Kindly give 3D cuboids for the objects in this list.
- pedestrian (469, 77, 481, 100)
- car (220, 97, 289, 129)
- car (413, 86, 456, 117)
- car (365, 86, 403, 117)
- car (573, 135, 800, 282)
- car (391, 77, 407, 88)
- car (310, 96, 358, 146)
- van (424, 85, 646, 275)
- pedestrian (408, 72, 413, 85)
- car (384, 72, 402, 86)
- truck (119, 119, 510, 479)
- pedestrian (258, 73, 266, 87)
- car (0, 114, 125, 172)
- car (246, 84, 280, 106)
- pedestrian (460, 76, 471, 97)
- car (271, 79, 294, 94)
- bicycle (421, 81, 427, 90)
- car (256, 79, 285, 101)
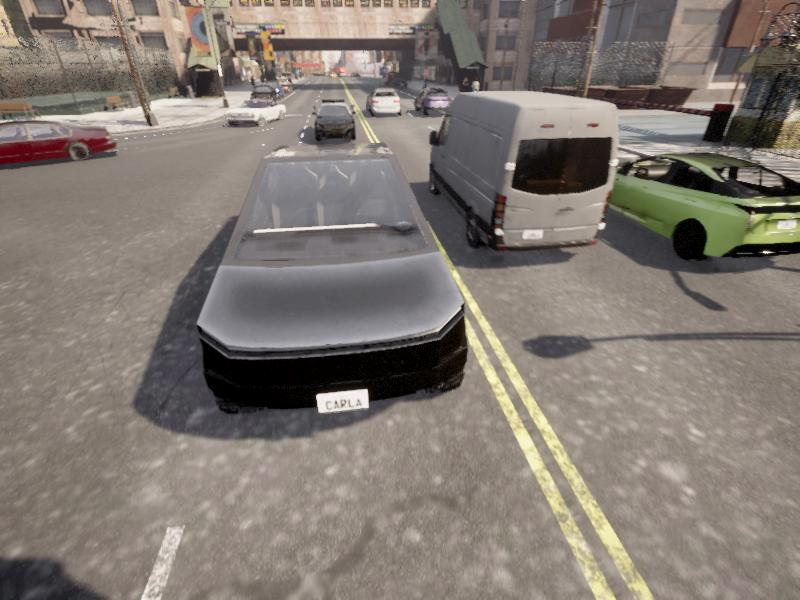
[{"bbox_3d":[6.964,-19.544,36.990,0.751,1.860,0.751,-4,31,-6],"label":"pedestrian"},{"bbox_3d":[-8.628,-11.387,24.210,1.895,1.301,4.718,4,31,7],"label":"car"},{"bbox_3d":[2.340,-14.335,28.757,2.033,1.649,4.856,-4,31,-7],"label":"car"},{"bbox_3d":[-1.231,-14.428,28.921,2.242,1.667,4.611,-5,31,-7],"label":"car"},{"bbox_3d":[5.726,-2.157,8.070,2.007,1.525,4.514,-4,31,-6],"label":"car"},{"bbox_3d":[-0.174,-34.410,63.303,1.895,1.301,4.718,-5,31,-7],"label":"car"},{"bbox_3d":[-3.192,-8.875,19.518,1.930,1.638,5.238,-5,31,-7],"label":"car"},{"bbox_3d":[2.083,-3.079,8.691,1.988,2.561,5.915,-4,31,-7],"label":"van"},{"bbox_3d":[1.791,-37.575,67.771,0.751,1.860,0.751,-5,31,-7],"label":"pedestrian"},{"bbox_3d":[-1.277,-38.422,69.429,2.435,2.045,5.566,-5,31,-7],"label":"car"},{"bbox_3d":[-0.903,-1.042,5.693,2.390,2.098,6.274,-4,31,-7],"label":"truck"},{"bbox_3d":[-21.867,-34.838,63.427,0.751,1.860,0.751,-3,31,-4],"label":"pedestrian"},{"bbox_3d":[-13.445,-5.675,14.449,5.357,1.411,2.033,-23,37,-33],"label":"car"},{"bbox_3d":[-12.569,-18.989,36.974,2.097,1.535,5.008,-5,31,-7],"label":"car"},{"bbox_3d":[6.726,-21.947,41.087,0.751,1.860,0.751,-6,31,-9],"label":"pedestrian"},{"bbox_3d":[-15.130,-27.585,51.652,2.231,1.521,4.892,-5,31,-7],"label":"car"},{"bbox_3d":[3.231,-28.896,53.820,0.373,1.024,1.643,4,29,-12],"label":"bicycle"},{"bbox_3d":[-13.626,-22.301,42.381,2.185,1.767,4.553,-5,31,-7],"label":"car"}]
